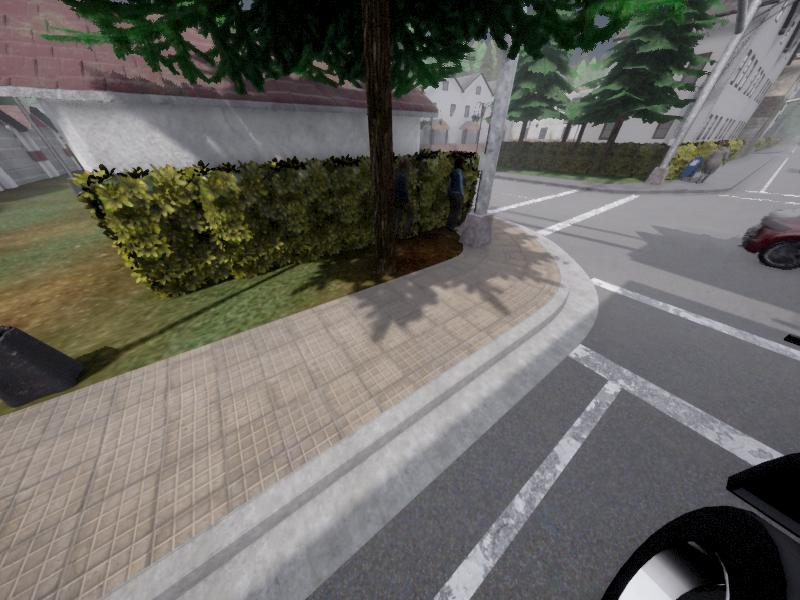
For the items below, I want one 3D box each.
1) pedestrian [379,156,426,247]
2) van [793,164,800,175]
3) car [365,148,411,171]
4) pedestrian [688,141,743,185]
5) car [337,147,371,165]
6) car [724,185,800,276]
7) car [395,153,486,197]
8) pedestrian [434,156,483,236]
[{"bbox_3d":[0.055,-2.391,5.643,0.751,1.860,0.751,-21,40,-27],"label":"pedestrian"},{"bbox_3d":[29.828,-9.817,15.872,4.480,2.038,2.069,-22,41,-28],"label":"van"},{"bbox_3d":[-1.236,-13.529,22.128,1.882,1.535,5.008,-22,41,-28],"label":"car"},{"bbox_3d":[16.119,-7.027,11.858,0.751,1.860,0.751,-17,38,-22],"label":"pedestrian"},{"bbox_3d":[-5.451,-17.006,27.093,1.882,1.535,5.008,-22,41,-28],"label":"car"},{"bbox_3d":[9.739,-0.905,4.163,1.994,1.385,4.181,-23,41,-27],"label":"car"},{"bbox_3d":[2.013,-7.349,13.259,2.152,1.651,5.027,-22,41,-28],"label":"car"},{"bbox_3d":[1.532,-2.847,6.357,0.751,1.860,0.751,-15,38,-19],"label":"pedestrian"}]
